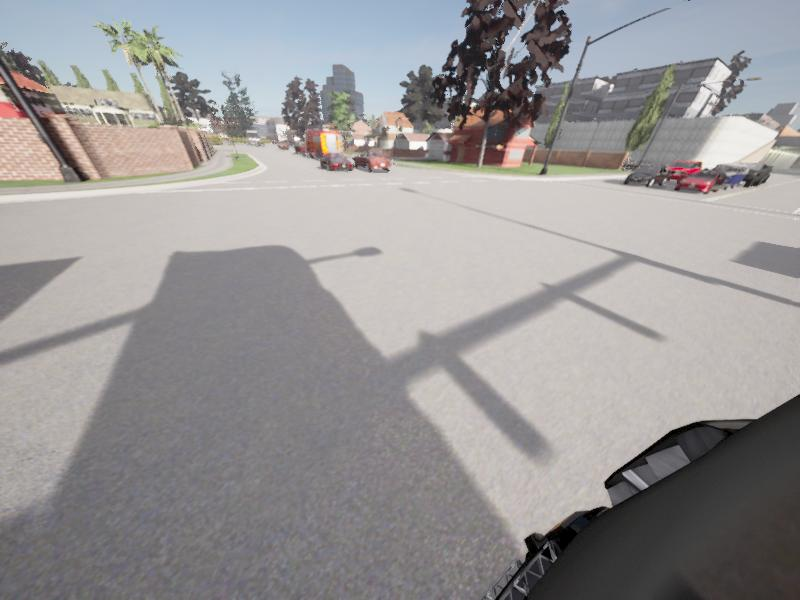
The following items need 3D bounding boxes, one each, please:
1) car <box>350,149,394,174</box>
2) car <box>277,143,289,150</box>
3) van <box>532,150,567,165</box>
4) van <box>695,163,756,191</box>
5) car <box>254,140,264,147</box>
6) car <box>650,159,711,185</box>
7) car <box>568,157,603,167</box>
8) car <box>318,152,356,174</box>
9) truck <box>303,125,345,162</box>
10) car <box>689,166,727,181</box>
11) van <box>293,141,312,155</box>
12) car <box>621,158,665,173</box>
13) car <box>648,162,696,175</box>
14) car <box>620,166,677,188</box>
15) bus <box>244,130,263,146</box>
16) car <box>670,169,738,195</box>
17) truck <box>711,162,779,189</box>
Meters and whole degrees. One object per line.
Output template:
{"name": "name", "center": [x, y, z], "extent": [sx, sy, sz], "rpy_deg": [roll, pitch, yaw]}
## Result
{"name": "car", "center": [-2.826, -13.532, 22.452], "extent": [2.152, 1.651, 5.027], "rpy_deg": [-17, 39, -27]}
{"name": "car", "center": [-29.414, -38.453, 57.921], "extent": [1.895, 1.301, 4.718], "rpy_deg": [-17, 39, -27]}
{"name": "van", "center": [33.445, -32.243, 52.027], "extent": [1.988, 2.561, 5.915], "rpy_deg": [-17, 38, -26]}
{"name": "van", "center": [29.296, -11.133, 20.805], "extent": [4.442, 1.987, 1.775], "rpy_deg": [-16, 38, -26]}
{"name": "car", "center": [-43.241, -47.824, 70.698], "extent": [1.801, 1.575, 5.366], "rpy_deg": [-17, 39, -27]}
{"name": "car", "center": [29.093, -13.328, 23.998], "extent": [5.566, 2.045, 2.150], "rpy_deg": [-16, 38, -25]}
{"name": "car", "center": [39.648, -29.526, 49.443], "extent": [2.033, 1.411, 5.357], "rpy_deg": [-17, 38, -26]}
{"name": "car", "center": [-5.760, -12.457, 20.876], "extent": [1.994, 1.385, 4.181], "rpy_deg": [-17, 39, -27]}
{"name": "truck", "center": [-10.850, -22.027, 32.556], "extent": [2.891, 3.827, 8.468], "rpy_deg": [-17, 39, -27]}
{"name": "car", "center": [39.188, -16.118, 29.377], "extent": [3.806, 1.475, 1.970], "rpy_deg": [-18, 39, -28]}
{"name": "van", "center": [-17.889, -27.711, 42.172], "extent": [1.775, 1.987, 4.442], "rpy_deg": [-19, 39, -29]}
{"name": "car", "center": [42.132, -23.466, 40.164], "extent": [1.932, 1.855, 4.605], "rpy_deg": [-17, 38, -26]}
{"name": "car", "center": [46.617, -22.738, 39.720], "extent": [2.128, 1.511, 4.902], "rpy_deg": [-16, 38, -26]}
{"name": "car", "center": [22.456, -11.203, 20.871], "extent": [4.892, 1.490, 1.837], "rpy_deg": [-16, 38, -26]}
{"name": "bus", "center": [-51.743, -57.115, 81.527], "extent": [3.944, 4.253, 10.273], "rpy_deg": [-17, 39, -27]}
{"name": "car", "center": [24.010, -9.412, 18.284], "extent": [4.514, 1.525, 2.007], "rpy_deg": [-16, 38, -26]}
{"name": "truck", "center": [35.725, -12.985, 23.911], "extent": [6.274, 2.098, 2.390], "rpy_deg": [-16, 38, -25]}
